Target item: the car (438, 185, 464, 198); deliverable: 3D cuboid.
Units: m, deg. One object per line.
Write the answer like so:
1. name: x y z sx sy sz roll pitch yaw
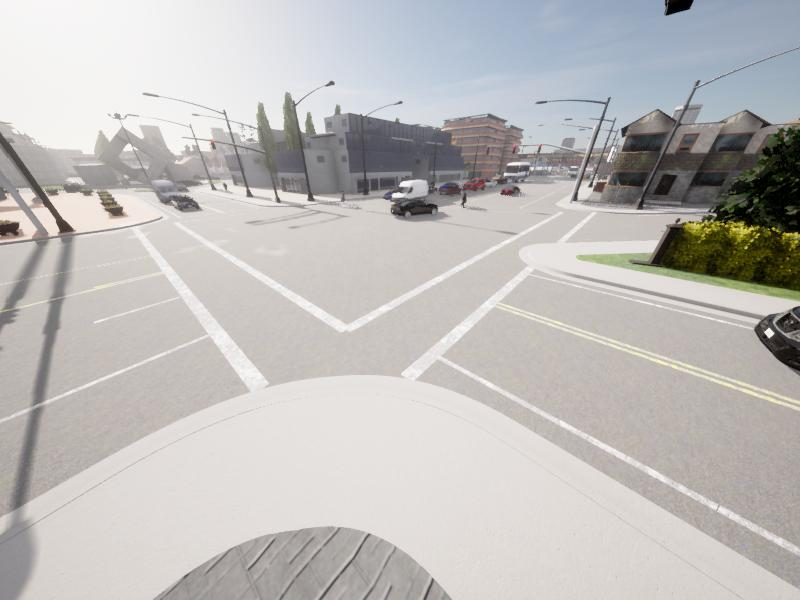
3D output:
1. car: 8.143 -17.384 36.807 1.812 1.442 4.674 23 37 34

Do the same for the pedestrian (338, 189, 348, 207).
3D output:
1. pedestrian: -6.695 -12.018 27.218 0.751 1.860 0.751 1 30 2

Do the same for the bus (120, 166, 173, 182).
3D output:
1. bus: -81.267 -40.620 74.406 3.944 4.253 10.273 23 37 34

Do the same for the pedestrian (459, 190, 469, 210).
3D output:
1. pedestrian: 6.999 -10.943 25.320 0.751 1.860 0.751 11 32 18

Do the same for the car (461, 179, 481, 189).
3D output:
1. car: 14.974 -24.523 48.557 1.837 1.490 4.892 23 38 34

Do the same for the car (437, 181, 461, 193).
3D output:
1. car: 9.107 -20.855 42.554 1.882 1.535 5.008 23 38 34

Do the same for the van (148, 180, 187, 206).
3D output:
1. van: -30.507 -14.143 30.269 5.915 2.561 1.988 23 37 34

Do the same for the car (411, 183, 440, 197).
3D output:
1. car: 4.157 -17.842 37.440 1.930 1.638 5.238 22 37 34

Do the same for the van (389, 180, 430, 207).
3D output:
1. van: 1.271 -13.668 29.398 1.988 2.561 5.915 21 37 32

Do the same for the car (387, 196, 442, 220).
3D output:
1. car: 1.445 -8.970 22.302 5.008 1.535 1.882 -17 34 -26

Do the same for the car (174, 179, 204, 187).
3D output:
1. car: -50.224 -27.935 55.193 1.837 1.490 4.892 11 32 18

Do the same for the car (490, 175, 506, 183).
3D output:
1. car: 24.791 -30.757 58.542 1.882 1.535 5.008 23 38 34

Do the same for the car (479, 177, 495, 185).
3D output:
1. car: 20.416 -27.926 54.097 1.994 1.385 4.181 24 39 35

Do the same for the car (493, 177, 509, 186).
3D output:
1. car: 22.601 -26.542 51.635 1.816 1.474 4.193 23 38 34

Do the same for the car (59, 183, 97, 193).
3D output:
1. car: -58.494 -20.346 42.021 3.633 1.501 1.845 0 30 1

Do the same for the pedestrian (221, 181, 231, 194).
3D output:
1. pedestrian: -29.554 -19.109 39.206 0.751 1.860 0.751 -24 38 -35

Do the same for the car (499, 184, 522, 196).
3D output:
1. car: 18.183 -18.057 37.823 1.994 1.385 4.181 23 38 34

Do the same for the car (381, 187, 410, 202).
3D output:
1. car: -0.543 -14.925 32.616 1.816 1.474 4.193 23 37 34

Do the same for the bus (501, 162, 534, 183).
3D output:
1. bus: 29.439 -31.921 57.776 3.944 4.253 10.273 23 38 34

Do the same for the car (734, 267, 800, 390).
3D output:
1. car: 11.035 1.388 3.860 5.566 2.045 2.150 23 37 34

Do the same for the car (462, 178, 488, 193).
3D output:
1. car: 13.824 -21.211 42.546 2.150 2.045 5.566 23 38 34

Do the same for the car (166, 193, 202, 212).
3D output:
1. car: -24.281 -11.043 25.962 4.193 1.474 1.816 23 37 34

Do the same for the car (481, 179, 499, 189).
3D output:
1. car: 18.509 -23.919 47.486 1.812 1.442 4.674 23 39 34
